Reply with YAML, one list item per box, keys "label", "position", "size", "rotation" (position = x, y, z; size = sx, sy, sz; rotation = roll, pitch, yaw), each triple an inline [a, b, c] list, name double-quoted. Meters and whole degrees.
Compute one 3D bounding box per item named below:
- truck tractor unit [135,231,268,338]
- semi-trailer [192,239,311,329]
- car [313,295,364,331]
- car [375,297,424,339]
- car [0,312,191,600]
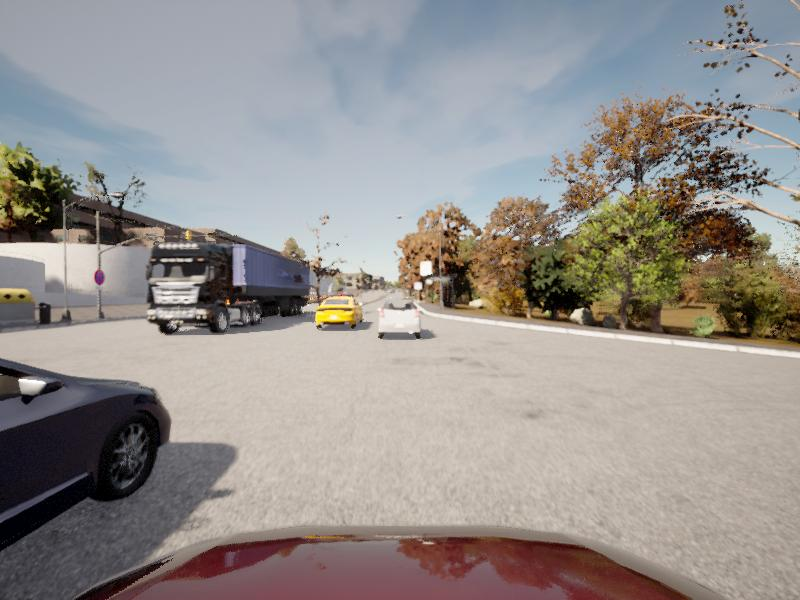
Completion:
- label: "truck tractor unit"
  position: [-8.912, -0.683, 19.072]
  size: [3.053, 4.208, 6.516]
  rotation: [0, 1, 0]
- label: "semi-trailer"
  position: [-8.941, -0.939, 26.987]
  size: [2.717, 4.402, 14.254]
  rotation: [-1, 1, 0]
- label: "car"
  position: [-3.054, 0.571, 20.837]
  size: [1.882, 1.535, 5.008]
  rotation: [0, 2, 0]
- label: "car"
  position: [-0.030, 0.664, 16.754]
  size: [1.845, 1.501, 3.633]
  rotation: [0, 2, 0]
- label: "car"
  position: [-3.005, 0.856, 1.929]
  size: [1.816, 1.474, 4.193]
  rotation: [0, 0, 0]
